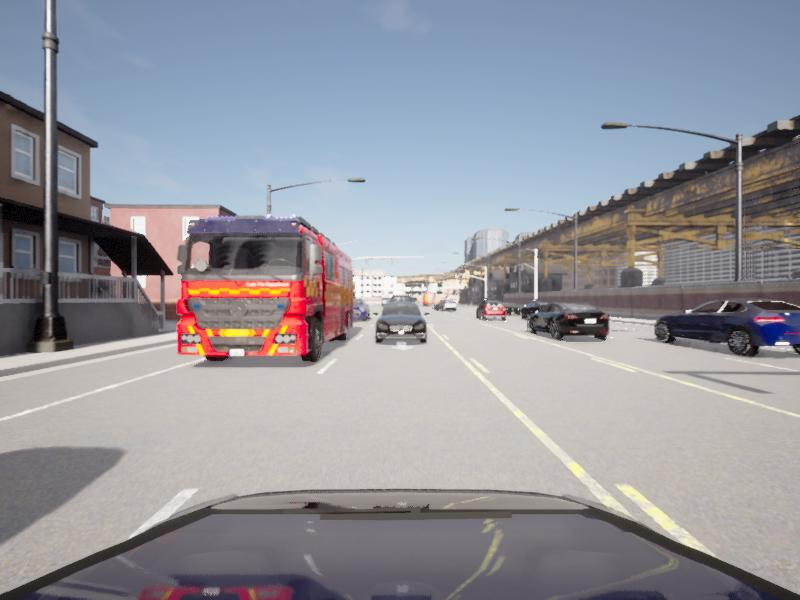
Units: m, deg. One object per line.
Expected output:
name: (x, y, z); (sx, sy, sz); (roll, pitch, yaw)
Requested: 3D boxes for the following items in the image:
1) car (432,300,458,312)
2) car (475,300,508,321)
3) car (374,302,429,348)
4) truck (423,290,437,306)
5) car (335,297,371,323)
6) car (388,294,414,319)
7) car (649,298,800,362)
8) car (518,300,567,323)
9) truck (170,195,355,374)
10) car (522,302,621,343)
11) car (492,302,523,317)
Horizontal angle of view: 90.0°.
car: (6.005, 0.766, 53.750); (2.007, 1.525, 4.514); (0, 0, -15)
car: (7.090, 0.774, 31.445); (1.789, 1.549, 3.705); (0, 0, 0)
car: (0.048, 0.825, 15.725); (1.837, 1.490, 4.892); (0, 0, 0)
truck: (7.293, -0.439, 99.690); (2.891, 3.827, 8.468); (0, 0, 0)
car: (-3.392, 0.661, 29.508); (2.097, 1.767, 4.553); (0, 0, 0)
car: (0.103, 0.527, 35.087); (2.150, 2.045, 5.566); (0, 0, 0)
car: (10.539, 0.765, 12.715); (2.152, 1.651, 5.027); (0, 0, 0)
car: (10.589, 0.787, 30.161); (1.882, 1.535, 5.008); (0, 0, 0)
truck: (-3.436, -0.338, 12.802); (2.891, 3.827, 8.468); (0, 0, 1)
car: (7.050, 0.830, 17.124); (2.163, 1.488, 4.792); (0, 0, 0)
car: (10.616, 0.897, 39.853); (1.895, 1.301, 4.718); (0, 0, 0)
